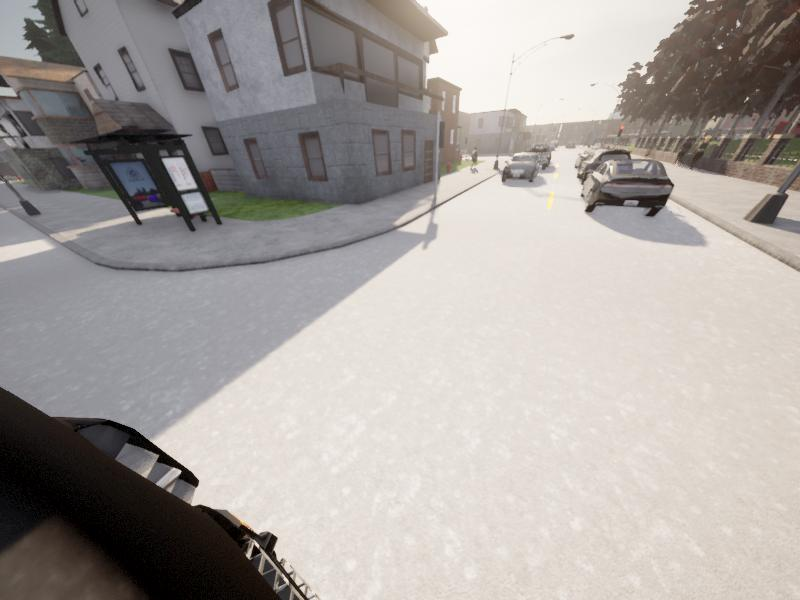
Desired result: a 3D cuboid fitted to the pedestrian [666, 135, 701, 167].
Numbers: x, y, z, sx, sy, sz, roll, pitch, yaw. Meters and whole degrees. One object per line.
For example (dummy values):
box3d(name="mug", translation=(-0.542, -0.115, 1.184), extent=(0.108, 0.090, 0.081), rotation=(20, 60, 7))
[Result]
box3d(name="pedestrian", translation=(19.998, -10.528, 16.335), extent=(0.751, 1.860, 0.751), rotation=(16, 38, 26))

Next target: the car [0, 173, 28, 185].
box3d(name="car", translation=(-73.877, -22.378, 42.730), extent=(2.152, 1.651, 5.027), rotation=(16, 38, 26))

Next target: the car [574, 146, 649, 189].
box3d(name="car", translation=(11.409, -7.521, 12.923), extent=(2.033, 1.649, 4.856), rotation=(15, 37, 25))

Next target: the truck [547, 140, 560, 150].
box3d(name="truck", translation=(42.974, -43.518, 64.667), extent=(2.390, 2.098, 6.274), rotation=(16, 38, 26))

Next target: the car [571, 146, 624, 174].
box3d(name="car", translation=(14.893, -10.864, 17.793), extent=(2.128, 1.511, 4.902), rotation=(14, 37, 24))

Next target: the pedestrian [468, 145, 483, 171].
box3d(name="pedestrian", translation=(6.659, -12.620, 20.543), extent=(0.751, 1.860, 0.751), rotation=(-30, 42, -34))

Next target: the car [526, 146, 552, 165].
box3d(name="car", translation=(15.512, -16.141, 25.717), extent=(1.837, 1.490, 4.892), rotation=(16, 38, 26))

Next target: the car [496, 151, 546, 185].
box3d(name="car", translation=(7.974, -8.676, 15.044), extent=(2.128, 1.511, 4.902), rotation=(16, 38, 26))

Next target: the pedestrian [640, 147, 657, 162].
box3d(name="pedestrian", translation=(21.947, -12.885, 20.422), extent=(0.500, 1.100, 0.500), rotation=(7, 35, 15))

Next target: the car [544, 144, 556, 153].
box3d(name="car", translation=(32.852, -33.167, 50.457), extent=(1.812, 1.442, 4.674), rotation=(16, 38, 26))

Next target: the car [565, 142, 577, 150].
box3d(name="car", translation=(42.727, -38.541, 57.828), extent=(1.970, 1.475, 3.806), rotation=(16, 38, 26))

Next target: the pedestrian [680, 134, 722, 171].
box3d(name="pedestrian", translation=(18.568, -9.113, 14.314), extent=(0.751, 1.860, 0.751), rotation=(16, 38, 26))

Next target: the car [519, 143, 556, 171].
box3d(name="car", translation=(12.212, -12.712, 20.459), extent=(1.932, 1.855, 4.605), rotation=(18, 39, 28))

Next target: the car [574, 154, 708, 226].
box3d(name="car", translation=(7.879, -4.177, 8.267), extent=(2.128, 1.511, 4.902), rotation=(16, 38, 26))
